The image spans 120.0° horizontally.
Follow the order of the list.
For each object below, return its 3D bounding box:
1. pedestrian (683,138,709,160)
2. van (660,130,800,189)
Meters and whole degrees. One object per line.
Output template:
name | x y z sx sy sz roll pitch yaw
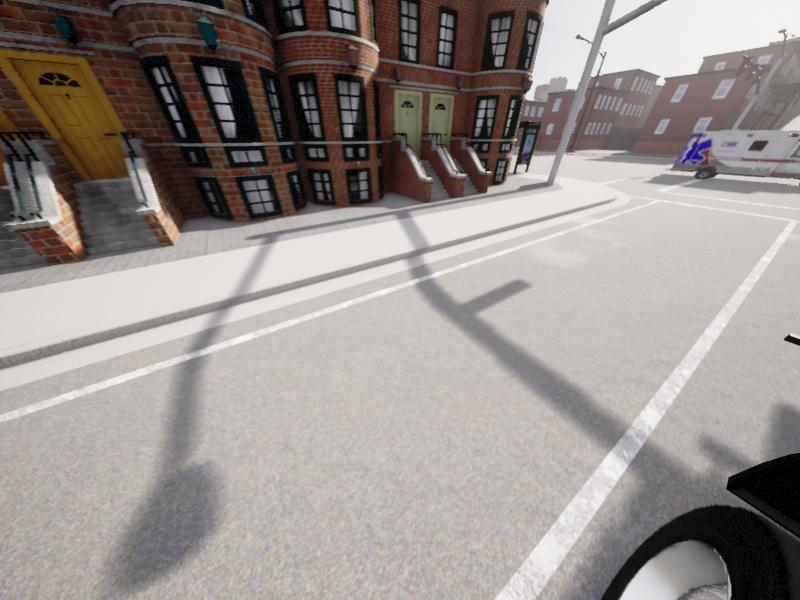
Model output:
pedestrian | 30.482 -15.598 23.834 0.751 1.860 0.751 -19 39 -25
van | 20.113 -8.059 13.061 2.351 2.431 6.366 -20 40 -25
